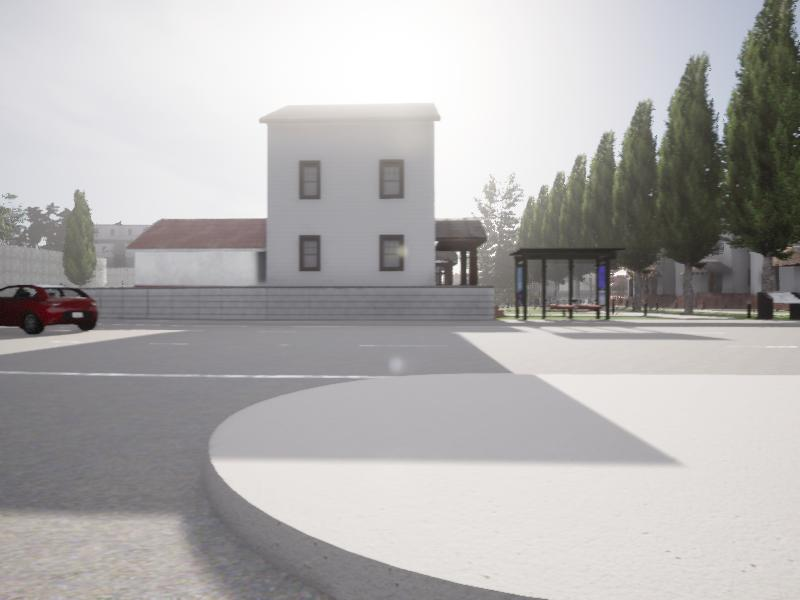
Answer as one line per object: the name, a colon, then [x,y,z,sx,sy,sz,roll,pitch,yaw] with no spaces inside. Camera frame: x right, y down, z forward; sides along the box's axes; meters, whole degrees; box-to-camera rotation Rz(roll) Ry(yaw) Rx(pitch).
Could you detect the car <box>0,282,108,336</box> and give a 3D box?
car: [-11.619,0.253,12.524,4.193,1.474,1.816,0,0,16]
